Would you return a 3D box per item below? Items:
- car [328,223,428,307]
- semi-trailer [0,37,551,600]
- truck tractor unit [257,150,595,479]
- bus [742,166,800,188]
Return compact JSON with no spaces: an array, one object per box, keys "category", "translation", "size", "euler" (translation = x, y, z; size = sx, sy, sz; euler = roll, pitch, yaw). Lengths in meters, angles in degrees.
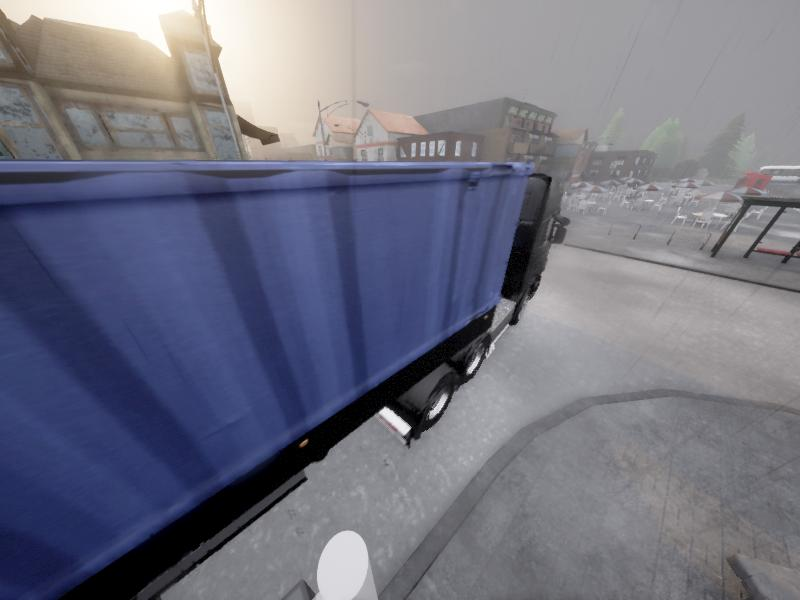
[{"category":"car","translation":[-0.602,-1.651,9.182],"size":[1.905,1.878,3.866],"euler":[17,34,25]},{"category":"semi-trailer","translation":[-4.429,1.776,0.718],"size":[14.254,4.402,2.717],"euler":[-24,38,-35]},{"category":"truck tractor unit","translation":[1.372,-0.825,5.415],"size":[3.053,4.208,6.516],"euler":[25,38,36]},{"category":"bus","translation":[87.097,-27.762,52.037],"size":[3.944,4.253,10.273],"euler":[-23,37,-34]}]
